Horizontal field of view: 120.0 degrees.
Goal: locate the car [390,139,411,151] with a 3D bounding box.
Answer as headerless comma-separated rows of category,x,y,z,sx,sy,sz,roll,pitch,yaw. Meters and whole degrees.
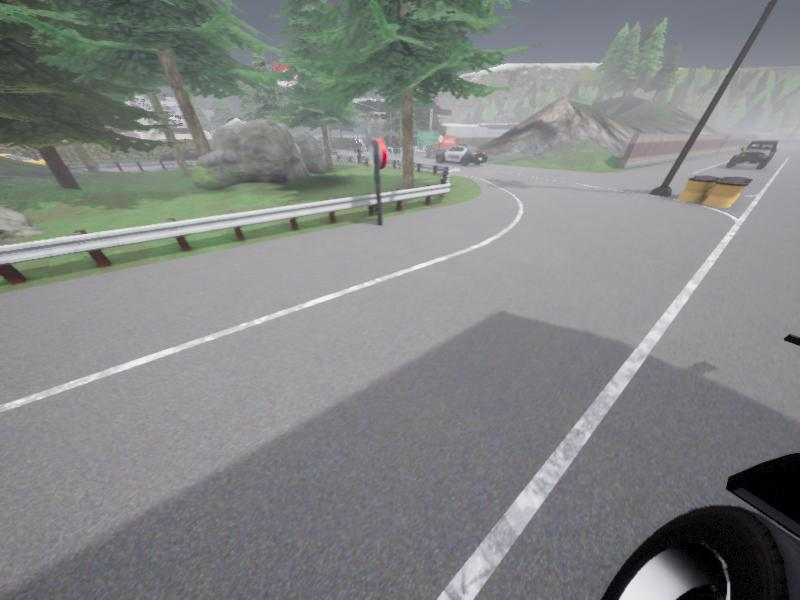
car,0.039,-31.476,46.915,3.866,1.878,1.905,-23,41,-28

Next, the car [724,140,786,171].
car,28.980,-11.884,18.892,3.866,1.878,1.905,-22,41,-28

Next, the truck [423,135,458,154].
truck,6.808,-26.673,39.530,5.204,2.467,2.627,-19,39,-25

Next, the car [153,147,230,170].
car,-19.234,-13.348,21.648,5.008,1.535,1.882,-22,41,-27

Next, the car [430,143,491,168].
car,5.199,-12.983,20.610,2.038,1.542,4.974,-22,41,-28

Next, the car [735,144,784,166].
car,33.811,-13.711,21.738,3.705,1.549,1.789,-22,41,-28

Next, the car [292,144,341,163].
car,-9.716,-17.225,27.011,4.792,1.488,2.163,-24,41,-26

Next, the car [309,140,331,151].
car,-15.504,-29.811,44.661,2.242,1.667,4.611,-21,40,-29

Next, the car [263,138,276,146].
car,-43.266,-52.518,76.614,2.150,2.045,5.566,-22,41,-28

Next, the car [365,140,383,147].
car,-7.723,-46.766,68.956,4.974,1.542,2.038,-22,41,-28
